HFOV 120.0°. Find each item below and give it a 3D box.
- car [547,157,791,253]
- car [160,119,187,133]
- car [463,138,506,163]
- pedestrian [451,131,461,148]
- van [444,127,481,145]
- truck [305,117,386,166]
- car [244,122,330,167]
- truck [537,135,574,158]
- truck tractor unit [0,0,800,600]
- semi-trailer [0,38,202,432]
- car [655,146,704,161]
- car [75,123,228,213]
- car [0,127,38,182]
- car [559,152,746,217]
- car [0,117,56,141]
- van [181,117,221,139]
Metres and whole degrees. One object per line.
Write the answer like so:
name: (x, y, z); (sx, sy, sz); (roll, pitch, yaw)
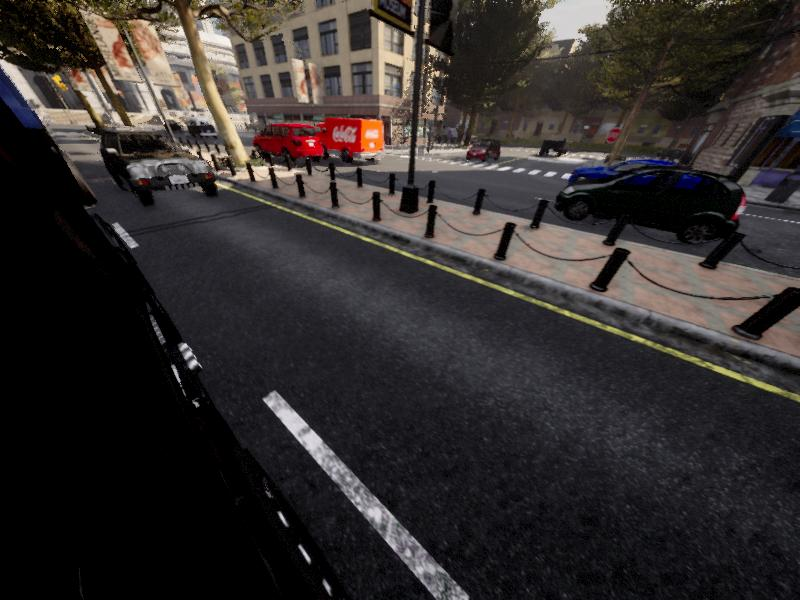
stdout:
car: (6.991, -3.007, 6.772); (3.988, 1.617, 1.851); (26, 43, 28)
car: (-37.321, -28.848, 38.228); (1.930, 1.638, 5.238); (-17, 41, -24)
car: (7.640, -13.468, 20.732); (1.851, 1.617, 3.988); (28, 44, 30)
pedestrian: (7.476, -21.541, 30.956); (0.751, 1.860, 0.751); (26, 42, 27)
van: (12.104, -32.231, 45.303); (6.366, 2.431, 2.351); (26, 43, 28)
truck: (-3.821, -11.336, 16.427); (5.204, 2.467, 2.627); (26, 43, 28)
car: (-7.449, -10.302, 15.166); (5.566, 2.045, 2.150); (26, 43, 28)
truck: (19.299, -19.043, 28.503); (2.390, 2.098, 6.274); (26, 43, 27)
truck tractor unit: (-2.645, -0.295, 0.351); (6.516, 4.208, 3.053); (28, 44, 30)
semi-trailer: (-8.739, -3.586, 4.175); (14.254, 4.402, 2.717); (28, 44, 29)
car: (39.597, -20.920, 32.933); (4.181, 1.385, 1.994); (28, 44, 29)
car: (-8.068, -4.477, 7.519); (4.605, 1.855, 1.932); (26, 43, 28)
car: (-16.618, -5.868, 9.148); (4.892, 1.490, 1.837); (26, 43, 28)
car: (10.175, -5.207, 9.964); (1.882, 1.535, 5.008); (-19, 42, -25)
car: (-32.918, -14.832, 20.032); (4.674, 1.442, 1.812); (17, 39, 18)
van: (-25.043, -21.628, 29.072); (4.480, 2.038, 2.069); (25, 42, 29)
